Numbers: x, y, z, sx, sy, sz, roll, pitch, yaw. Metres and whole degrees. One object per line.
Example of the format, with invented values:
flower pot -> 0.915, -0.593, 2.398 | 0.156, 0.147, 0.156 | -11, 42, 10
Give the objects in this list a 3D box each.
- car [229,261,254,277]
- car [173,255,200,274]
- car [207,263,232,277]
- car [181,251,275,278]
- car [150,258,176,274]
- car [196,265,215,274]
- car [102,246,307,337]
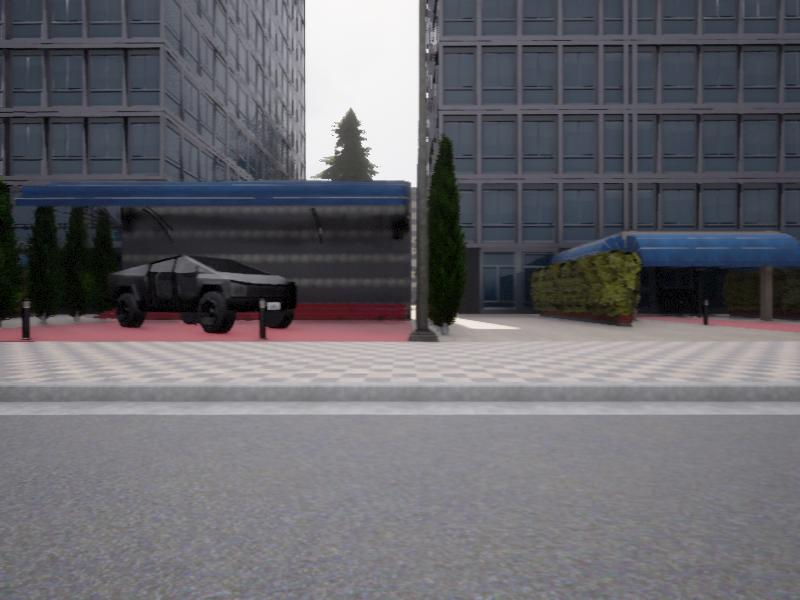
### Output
car -> -4.839, -0.938, 12.189 | 0.945, 0.468, 0.156 | 0, 0, 31
car -> -5.717, -0.938, 10.700 | 0.945, 0.468, 0.156 | 0, 0, 31
car -> -5.762, -0.949, 12.755 | 1.022, 0.378, 0.154 | 0, 0, 31
car -> -4.747, -0.945, 11.132 | 1.642, 0.535, 1.750 | 0, 0, 31
car -> -6.659, -0.948, 11.233 | 1.022, 0.378, 0.154 | 0, 0, 31
car -> -4.951, -0.767, 10.168 | 0.653, 0.191, 0.090 | 0, 0, 31
car -> -5.917, -0.196, 11.821 | 6.274, 2.098, 2.390 | 0, 0, 31
